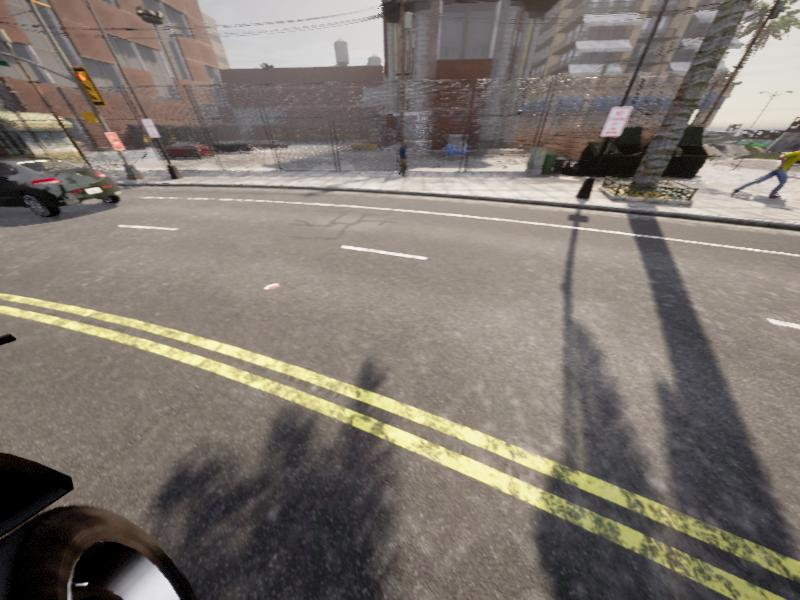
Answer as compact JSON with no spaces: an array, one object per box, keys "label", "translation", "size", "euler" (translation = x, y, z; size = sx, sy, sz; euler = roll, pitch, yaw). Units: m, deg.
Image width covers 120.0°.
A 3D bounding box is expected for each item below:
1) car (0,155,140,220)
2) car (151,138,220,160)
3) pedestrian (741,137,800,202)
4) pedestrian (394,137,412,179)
[{"label":"car","translation":[-13.053,-4.056,8.148],"size":[5.027,1.651,2.152],"euler":[4,36,6]},{"label":"car","translation":[-21.905,-15.566,23.800],"size":[4.553,1.767,2.185],"euler":[2,36,3]},{"label":"pedestrian","translation":[13.457,-4.550,8.089],"size":[0.751,1.860,0.751],"euler":[24,43,30]},{"label":"pedestrian","translation":[0.164,-7.663,12.503],"size":[0.751,1.860,0.751],"euler":[10,37,14]}]
